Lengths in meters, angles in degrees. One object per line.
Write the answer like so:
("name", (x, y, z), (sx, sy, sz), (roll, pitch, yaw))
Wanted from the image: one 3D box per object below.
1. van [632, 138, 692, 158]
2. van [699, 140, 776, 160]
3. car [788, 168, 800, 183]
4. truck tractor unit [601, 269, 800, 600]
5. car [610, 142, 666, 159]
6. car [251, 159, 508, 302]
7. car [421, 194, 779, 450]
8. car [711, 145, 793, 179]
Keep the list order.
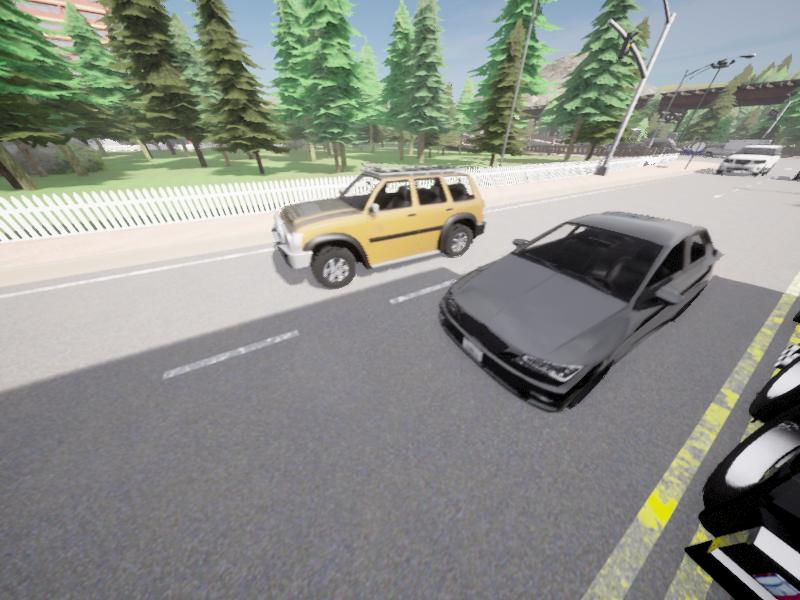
("van", (44.029, -25.755, 39.133), (1.988, 2.561, 5.915), (-19, 40, -26))
("van", (53.787, -24.190, 37.078), (2.351, 2.431, 6.366), (-19, 39, -26))
("car", (28.877, -8.890, 15.650), (3.705, 1.549, 1.789), (-18, 39, -24))
("truck tractor unit", (5.115, -0.298, 0.766), (6.516, 4.208, 3.053), (-18, 39, -24))
("car", (37.655, -23.861, 36.802), (2.150, 2.045, 5.566), (-19, 39, -26))
("car", (-0.254, -1.850, 5.015), (4.605, 1.855, 1.932), (-18, 39, -24))
("car", (2.581, -0.299, 3.162), (4.193, 1.474, 1.816), (-18, 39, -24))
("car", (28.099, -11.144, 18.455), (5.566, 2.045, 2.150), (-18, 39, -24))
